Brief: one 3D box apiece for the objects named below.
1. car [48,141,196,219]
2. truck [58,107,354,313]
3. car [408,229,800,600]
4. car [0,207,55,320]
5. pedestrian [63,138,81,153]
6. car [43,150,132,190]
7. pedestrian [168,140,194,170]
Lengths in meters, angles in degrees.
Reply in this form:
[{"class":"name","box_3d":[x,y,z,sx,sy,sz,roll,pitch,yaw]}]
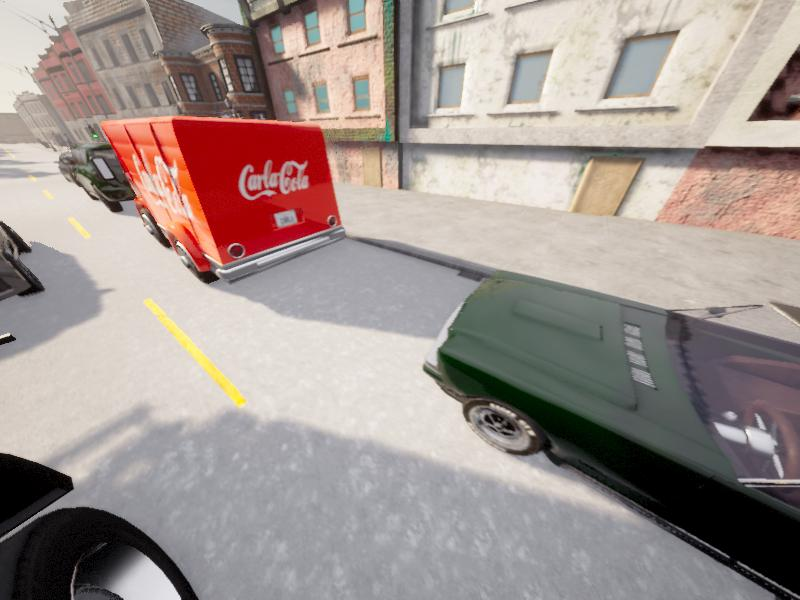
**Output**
[{"class":"car","box_3d":[-10.925,-4.956,9.085,5.566,2.045,2.150,22,41,28]},{"class":"truck","box_3d":[-3.951,-2.287,4.982,5.204,2.467,2.627,22,41,28]},{"class":"car","box_3d":[2.573,0.856,1.592,4.718,1.301,1.895,22,40,27]},{"class":"car","box_3d":[-8.170,-0.863,3.625,4.611,1.667,2.242,22,41,28]},{"class":"pedestrian","box_3d":[-48.628,-22.935,34.248,0.751,1.860,0.751,25,42,31]},{"class":"car","box_3d":[-17.656,-7.465,13.045,4.514,1.525,2.007,22,41,28]},{"class":"pedestrian","box_3d":[-16.822,-11.164,17.788,0.751,1.860,0.751,-28,44,-34]}]
